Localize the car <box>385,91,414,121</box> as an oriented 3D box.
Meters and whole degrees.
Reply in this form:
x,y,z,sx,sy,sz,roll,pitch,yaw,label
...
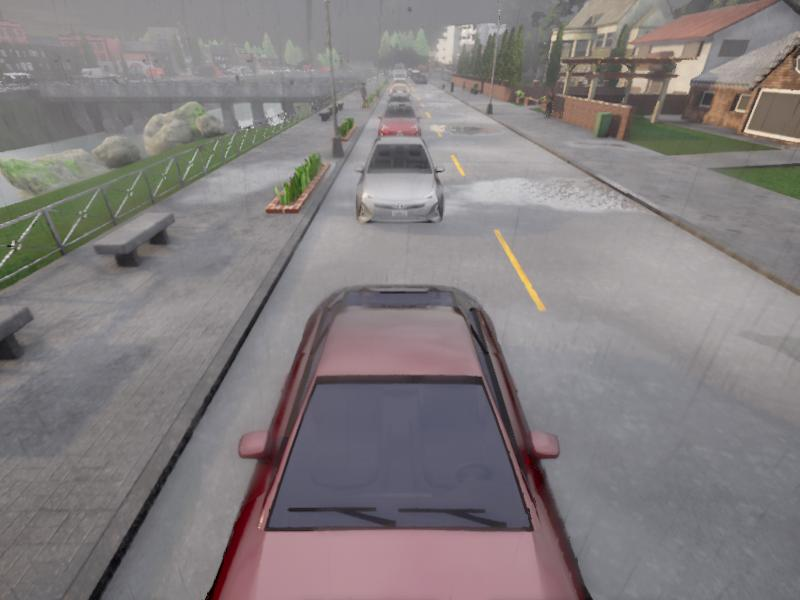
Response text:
x,y,z,sx,sy,sz,roll,pitch,yaw,label
-0.019,-13.103,26.931,1.816,1.474,4.193,0,30,0,car

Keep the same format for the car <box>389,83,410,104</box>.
x,y,z,sx,sy,sz,roll,pitch,yaw,label
-0.027,-20.019,38.689,1.882,1.535,5.008,0,30,0,car

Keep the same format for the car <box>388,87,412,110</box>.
x,y,z,sx,sy,sz,roll,pitch,yaw,label
-0.024,-16.609,32.868,1.845,1.501,3.633,0,30,0,car

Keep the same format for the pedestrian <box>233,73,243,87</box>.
x,y,z,sx,sy,sz,roll,pitch,yaw,label
-24.092,-32.671,59.461,0.751,1.860,0.751,27,39,37,pedestrian

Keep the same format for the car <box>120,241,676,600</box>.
x,y,z,sx,sy,sz,roll,pitch,yaw,label
-0.005,1.001,2.934,1.994,1.385,4.181,0,30,0,car

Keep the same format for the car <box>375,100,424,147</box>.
x,y,z,sx,sy,sz,roll,pitch,yaw,label
-0.013,-8.385,18.816,2.007,1.525,4.514,0,30,0,car

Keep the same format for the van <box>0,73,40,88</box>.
x,y,z,sx,sy,sz,roll,pitch,yaw,label
-61.725,-35.755,65.072,2.069,2.038,4.480,0,30,0,van

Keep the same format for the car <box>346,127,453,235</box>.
x,y,z,sx,sy,sz,roll,pitch,yaw,label
-0.008,-3.144,9.859,2.007,1.525,4.514,0,30,0,car

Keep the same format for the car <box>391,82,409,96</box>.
x,y,z,sx,sy,sz,roll,pitch,yaw,label
-0.032,-25.097,47.535,1.994,1.385,4.181,0,30,0,car

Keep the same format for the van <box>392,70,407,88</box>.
x,y,z,sx,sy,sz,roll,pitch,yaw,label
-0.044,-36.352,65.711,2.351,2.431,6.366,0,30,0,van

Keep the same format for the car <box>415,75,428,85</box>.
x,y,z,sx,sy,sz,roll,pitch,yaw,label
3.952,-41.620,75.604,2.242,1.667,4.611,0,30,0,car

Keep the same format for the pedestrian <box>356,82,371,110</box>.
x,y,z,sx,sy,sz,roll,pitch,yaw,label
-2.777,-15.680,30.697,0.751,1.860,0.751,-23,38,-34,pedestrian

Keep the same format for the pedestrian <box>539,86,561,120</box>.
x,y,z,sx,sy,sz,roll,pitch,yaw,label
9.202,-12.076,24.542,0.751,1.860,0.751,0,30,1,pedestrian
